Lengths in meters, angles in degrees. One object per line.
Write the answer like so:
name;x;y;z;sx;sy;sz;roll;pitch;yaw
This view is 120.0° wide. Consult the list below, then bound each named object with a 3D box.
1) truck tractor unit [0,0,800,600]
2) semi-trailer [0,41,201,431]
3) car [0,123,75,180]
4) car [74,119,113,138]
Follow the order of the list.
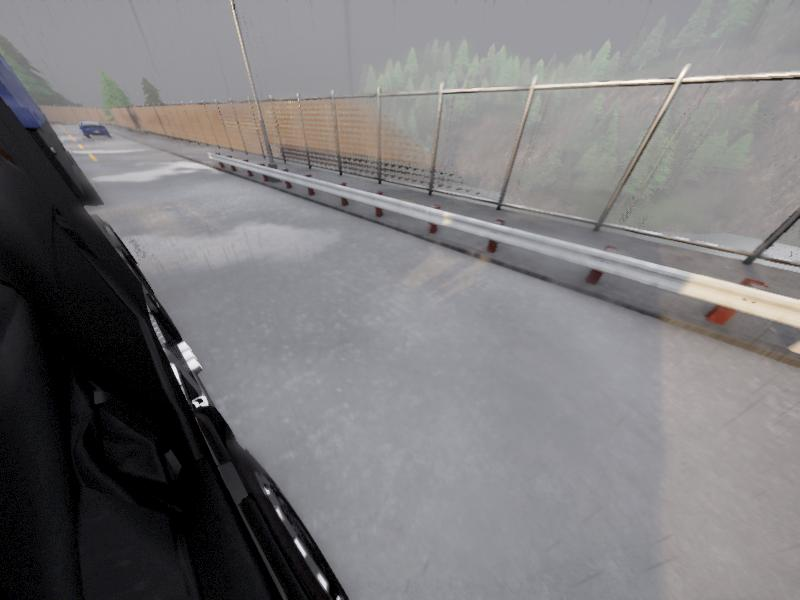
truck tractor unit;-2.645;-0.295;0.351;6.516;4.208;3.053;28;44;30
semi-trailer;-8.701;-3.596;4.234;14.254;4.402;2.717;28;43;30
car;-16.783;-6.755;10.280;5.238;1.638;1.930;28;43;30
car;-34.917;-19.476;26.281;5.008;1.535;1.882;28;43;30
